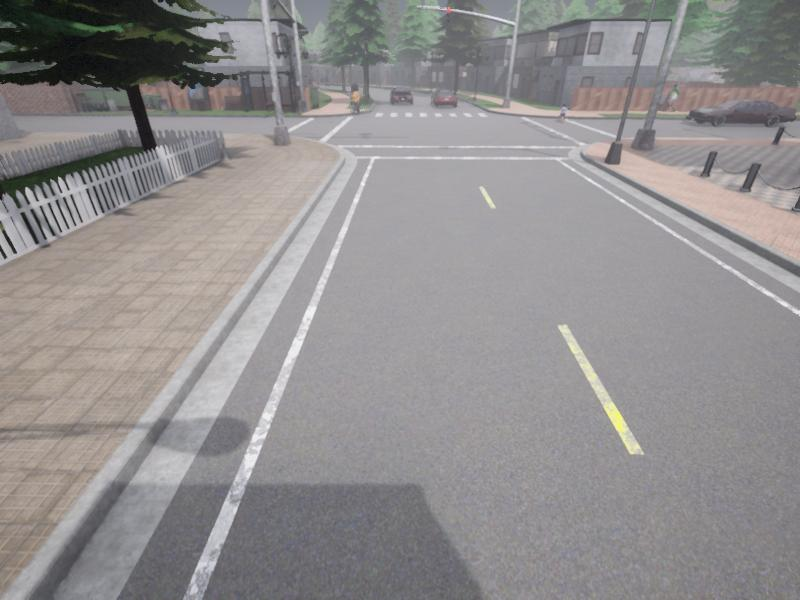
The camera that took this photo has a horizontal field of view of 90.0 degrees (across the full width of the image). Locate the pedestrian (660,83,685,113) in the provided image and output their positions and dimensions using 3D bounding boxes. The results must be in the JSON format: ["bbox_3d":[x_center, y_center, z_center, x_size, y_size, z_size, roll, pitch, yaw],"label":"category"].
[{"bbox_3d":[19.633,-14.578,28.837,0.751,1.860,0.751,1,30,1],"label":"pedestrian"}]

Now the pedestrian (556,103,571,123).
[{"bbox_3d":[10.130,-11.590,24.761,0.500,1.100,0.500,-2,30,-3],"label":"pedestrian"}]

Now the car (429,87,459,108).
[{"bbox_3d":[3.846,-17.959,35.429,1.994,1.385,4.181,-1,30,-2],"label":"car"}]

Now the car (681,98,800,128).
[{"bbox_3d":[20.210,-11.080,23.651,5.357,1.411,2.033,2,30,3],"label":"car"}]

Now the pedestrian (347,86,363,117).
[{"bbox_3d":[-3.095,-13.833,27.830,0.751,1.860,0.751,13,33,21],"label":"pedestrian"}]

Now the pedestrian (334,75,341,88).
[{"bbox_3d":[-10.211,-35.848,65.575,0.751,1.860,0.751,-22,37,-32],"label":"pedestrian"}]

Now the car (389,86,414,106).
[{"bbox_3d":[0.088,-19.149,37.468,1.994,1.385,4.181,-2,30,-4],"label":"car"}]

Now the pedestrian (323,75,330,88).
[{"bbox_3d":[-11.656,-34.836,63.838,0.751,1.860,0.751,-13,33,-21],"label":"pedestrian"}]
